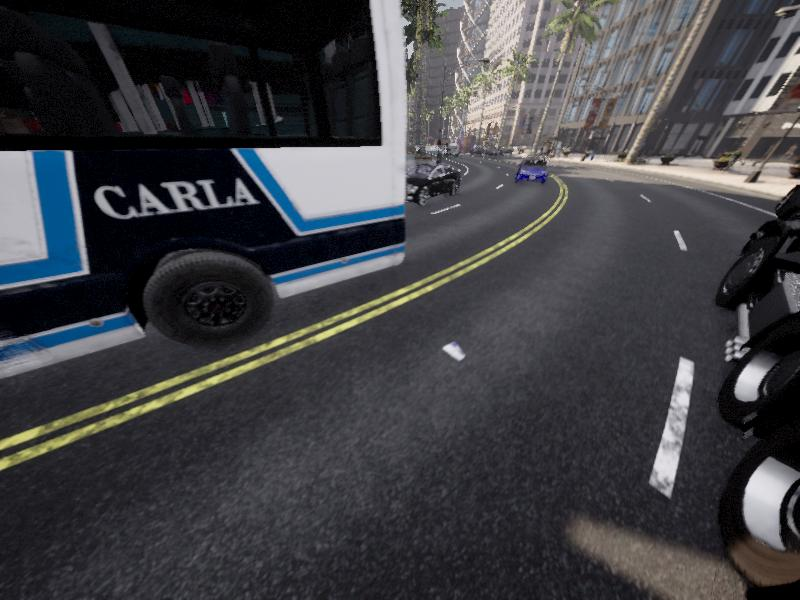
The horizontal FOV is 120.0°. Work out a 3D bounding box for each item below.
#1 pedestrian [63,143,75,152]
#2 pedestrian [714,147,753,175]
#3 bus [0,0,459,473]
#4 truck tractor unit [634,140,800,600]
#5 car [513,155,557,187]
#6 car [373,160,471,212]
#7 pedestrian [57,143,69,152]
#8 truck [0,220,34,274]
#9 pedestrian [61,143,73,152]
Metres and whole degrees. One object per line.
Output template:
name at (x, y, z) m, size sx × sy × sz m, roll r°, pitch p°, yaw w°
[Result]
pedestrian at (-84.192, -38.752, 58.797) m, size 0.751 × 1.860 × 0.751 m, roll -1°, pitch 34°, yaw -2°
pedestrian at (26.043, -10.890, 18.079) m, size 0.751 × 1.860 × 0.751 m, roll 16°, pitch 37°, yaw 22°
bus at (-4.807, -1.095, 1.936) m, size 10.273 × 4.253 × 3.944 m, roll -21°, pitch 40°, yaw -27°
truck tractor unit at (4.884, -0.477, 1.053) m, size 6.516 × 4.208 × 3.053 m, roll -27°, pitch 42°, yaw -33°
car at (9.253, -9.137, 16.117) m, size 2.007 × 1.525 × 4.514 m, roll 14°, pitch 37°, yaw 19°
car at (1.247, -5.660, 11.039) m, size 2.128 × 1.511 × 4.902 m, roll 24°, pitch 41°, yaw 31°
pedestrian at (-84.569, -38.196, 57.984) m, size 0.751 × 1.860 × 0.751 m, roll -6°, pitch 35°, yaw -9°
truck at (-11.031, -0.875, 3.231) m, size 5.204 × 2.467 × 2.627 m, roll -13°, pitch 36°, yaw -21°
pedestrian at (-83.664, -38.252, 58.065) m, size 0.751 × 1.860 × 0.751 m, roll -1°, pitch 34°, yaw -1°
